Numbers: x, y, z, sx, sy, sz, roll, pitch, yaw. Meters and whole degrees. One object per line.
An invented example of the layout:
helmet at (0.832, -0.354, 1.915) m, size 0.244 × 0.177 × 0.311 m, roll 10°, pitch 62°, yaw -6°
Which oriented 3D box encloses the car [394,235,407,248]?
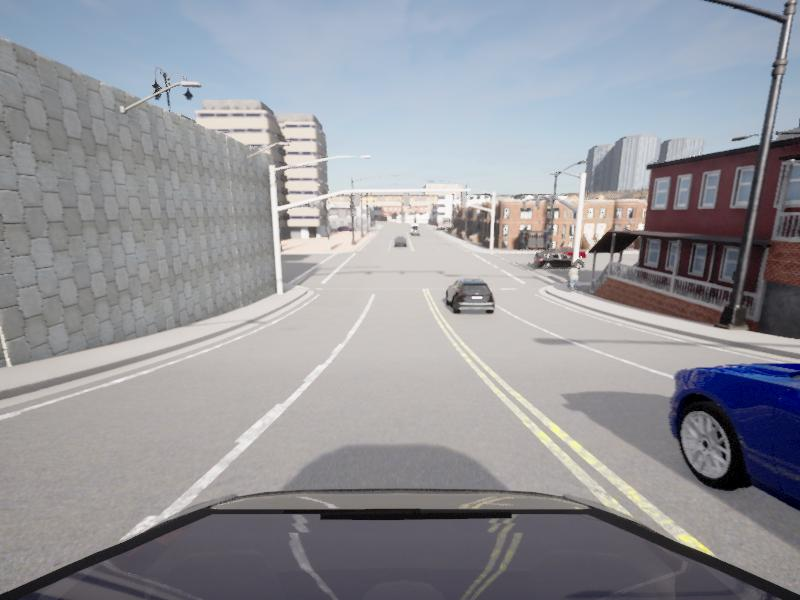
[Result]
car at (0.079, -9.197, 63.062) m, size 1.930 × 1.638 × 5.238 m, roll 0°, pitch 12°, yaw 0°

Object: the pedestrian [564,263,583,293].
pedestrian at (11.191, -1.434, 25.814) m, size 0.751 × 1.860 × 0.751 m, roll 1°, pitch 12°, yaw 3°

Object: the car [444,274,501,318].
car at (3.526, -0.327, 20.520) m, size 2.033 × 1.649 × 4.856 m, roll 0°, pitch 8°, yaw 0°

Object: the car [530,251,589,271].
car at (15.159, -3.782, 38.223) m, size 4.611 × 1.667 × 2.242 m, roll 0°, pitch 12°, yaw 0°

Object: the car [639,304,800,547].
car at (3.502, 0.818, 1.780) m, size 1.882 × 1.535 × 5.008 m, roll 0°, pitch 0°, yaw 0°

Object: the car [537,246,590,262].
car at (18.340, -5.208, 45.049) m, size 5.008 × 1.535 × 1.882 m, roll 0°, pitch 12°, yaw 0°
